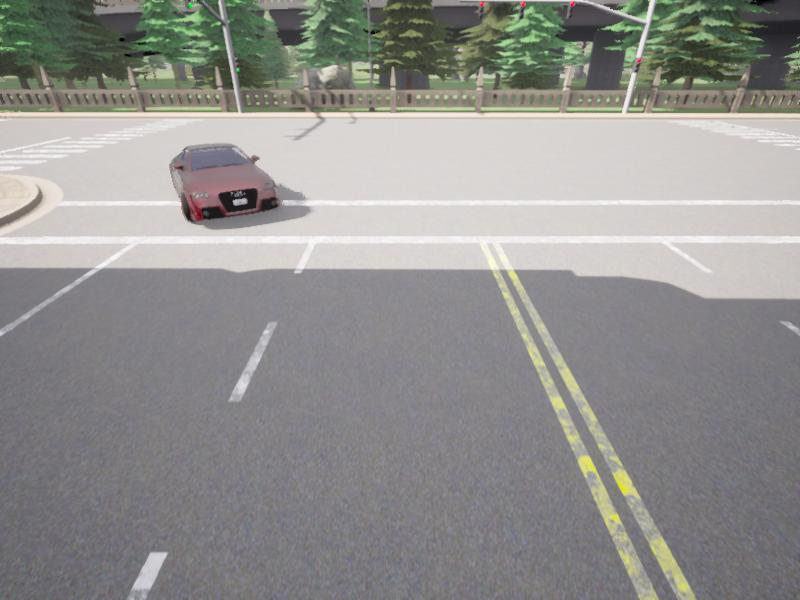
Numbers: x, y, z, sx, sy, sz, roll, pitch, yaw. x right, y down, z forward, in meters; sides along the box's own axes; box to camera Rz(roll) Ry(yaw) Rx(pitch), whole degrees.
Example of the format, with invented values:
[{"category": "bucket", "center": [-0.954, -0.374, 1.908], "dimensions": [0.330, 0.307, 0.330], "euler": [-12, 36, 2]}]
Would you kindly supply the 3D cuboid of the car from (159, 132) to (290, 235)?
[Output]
[{"category": "car", "center": [-4.489, -3.115, 9.958], "dimensions": [1.994, 1.385, 4.181], "euler": [-18, 35, -27]}]
